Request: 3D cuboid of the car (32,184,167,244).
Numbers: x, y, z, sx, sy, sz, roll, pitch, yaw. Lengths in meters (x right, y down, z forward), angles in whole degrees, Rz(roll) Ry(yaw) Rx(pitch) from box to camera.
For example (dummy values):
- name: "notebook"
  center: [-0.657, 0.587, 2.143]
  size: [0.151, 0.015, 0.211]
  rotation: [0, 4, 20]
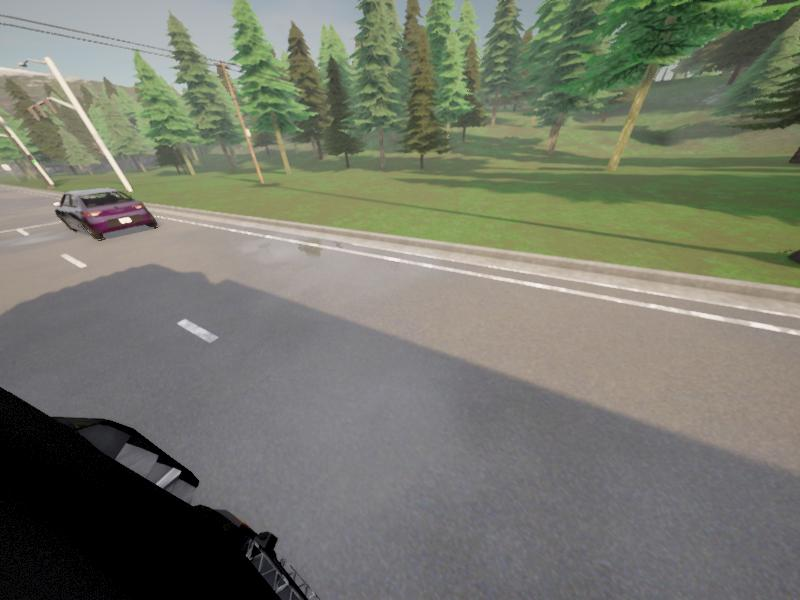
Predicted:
- name: "car"
  center: [-11.217, -3.371, 8.666]
  size: [4.193, 1.474, 1.816]
  rotation: [15, 37, 25]
